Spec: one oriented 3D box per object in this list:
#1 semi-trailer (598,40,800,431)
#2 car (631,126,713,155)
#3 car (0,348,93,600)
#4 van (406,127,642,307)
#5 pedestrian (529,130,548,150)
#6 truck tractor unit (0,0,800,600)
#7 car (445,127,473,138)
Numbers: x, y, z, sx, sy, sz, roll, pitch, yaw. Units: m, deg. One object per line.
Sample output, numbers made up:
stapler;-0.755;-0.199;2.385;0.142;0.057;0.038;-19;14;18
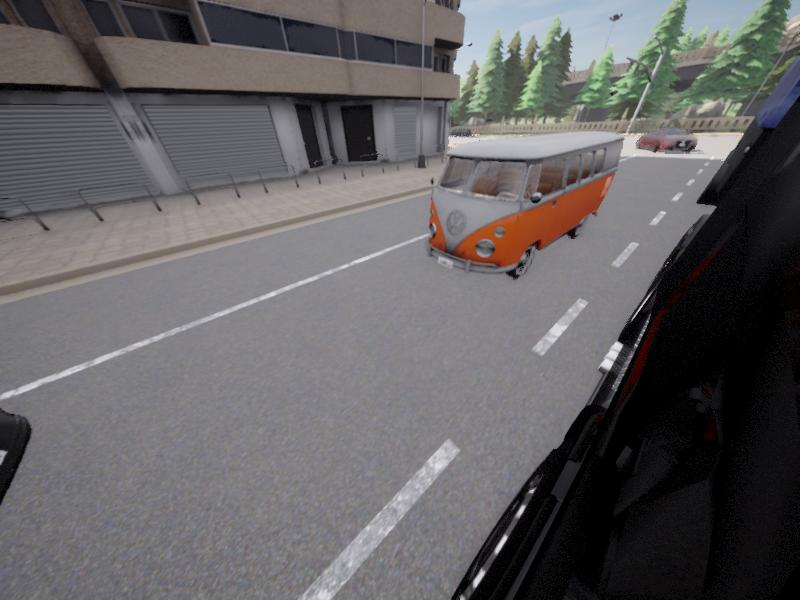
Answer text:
semi-trailer;8.693;-3.616;4.222;14.254;4.402;2.717;-28;44;-30
car;19.025;-11.432;16.480;1.994;1.385;4.181;9;39;15
car;-4.410;1.882;0.231;4.674;1.442;1.812;-28;44;-30
van;2.406;-1.991;4.487;4.442;1.987;1.775;-28;44;-30
pedestrian;11.582;-13.356;19.295;0.751;1.300;0.751;-19;40;-21
truck tractor unit;2.645;-0.295;0.351;6.516;4.208;3.053;-28;44;-30
car;11.119;-31.641;43.675;1.837;1.490;4.892;-30;45;-32
